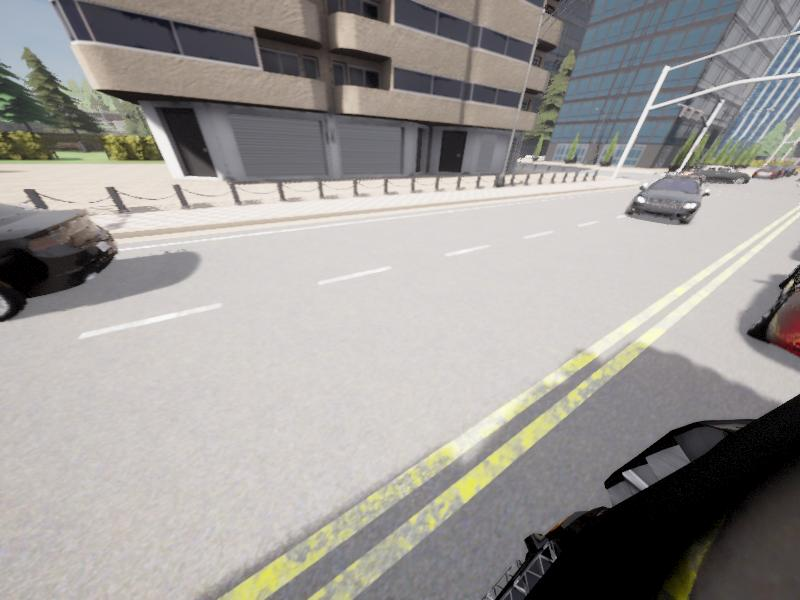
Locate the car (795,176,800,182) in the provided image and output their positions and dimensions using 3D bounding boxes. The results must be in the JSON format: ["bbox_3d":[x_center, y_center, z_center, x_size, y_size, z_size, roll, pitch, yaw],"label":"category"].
[{"bbox_3d":[52.892,-15.954,29.360,3.988,1.617,1.851,-17,38,-26],"label":"car"}]

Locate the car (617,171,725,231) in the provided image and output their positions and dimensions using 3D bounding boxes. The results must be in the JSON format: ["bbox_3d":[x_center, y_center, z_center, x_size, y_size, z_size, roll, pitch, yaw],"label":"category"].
[{"bbox_3d":[11.344,-4.379,9.712,4.974,1.542,2.038,-25,42,-35],"label":"car"}]

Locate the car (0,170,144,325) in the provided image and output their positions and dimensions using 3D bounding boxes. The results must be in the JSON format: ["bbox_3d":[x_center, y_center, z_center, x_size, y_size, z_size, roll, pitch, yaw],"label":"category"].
[{"bbox_3d":[-7.167,-0.421,2.618,5.238,1.638,1.930,-16,38,-26],"label":"car"}]

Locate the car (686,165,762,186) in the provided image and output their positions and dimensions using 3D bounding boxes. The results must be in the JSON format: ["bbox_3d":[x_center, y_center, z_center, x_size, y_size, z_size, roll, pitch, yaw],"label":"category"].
[{"bbox_3d":[31.789,-12.402,22.894,3.806,1.475,1.970,24,39,29],"label":"car"}]

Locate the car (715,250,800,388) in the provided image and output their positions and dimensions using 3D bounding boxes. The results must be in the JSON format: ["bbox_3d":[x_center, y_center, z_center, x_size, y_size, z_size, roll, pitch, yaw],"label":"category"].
[{"bbox_3d":[6.869,-0.019,2.964,4.792,1.488,2.163,-17,38,-26],"label":"car"}]

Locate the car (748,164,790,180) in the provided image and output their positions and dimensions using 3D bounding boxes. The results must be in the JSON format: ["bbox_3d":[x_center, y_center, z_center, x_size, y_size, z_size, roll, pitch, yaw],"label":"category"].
[{"bbox_3d":[49.627,-17.239,31.084,4.856,1.649,2.033,-17,38,-26],"label":"car"}]

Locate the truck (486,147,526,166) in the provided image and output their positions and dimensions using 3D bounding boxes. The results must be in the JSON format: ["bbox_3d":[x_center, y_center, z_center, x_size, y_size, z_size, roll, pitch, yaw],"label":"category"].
[{"bbox_3d":[17.825,-24.431,39.171,2.627,2.467,5.204,-16,38,-25],"label":"truck"}]

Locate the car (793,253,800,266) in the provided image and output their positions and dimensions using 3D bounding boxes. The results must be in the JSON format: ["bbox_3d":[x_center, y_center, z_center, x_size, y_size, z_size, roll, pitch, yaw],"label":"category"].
[{"bbox_3d":[12.372,-1.572,5.774,4.718,1.301,1.895,-16,38,-26],"label":"car"}]
